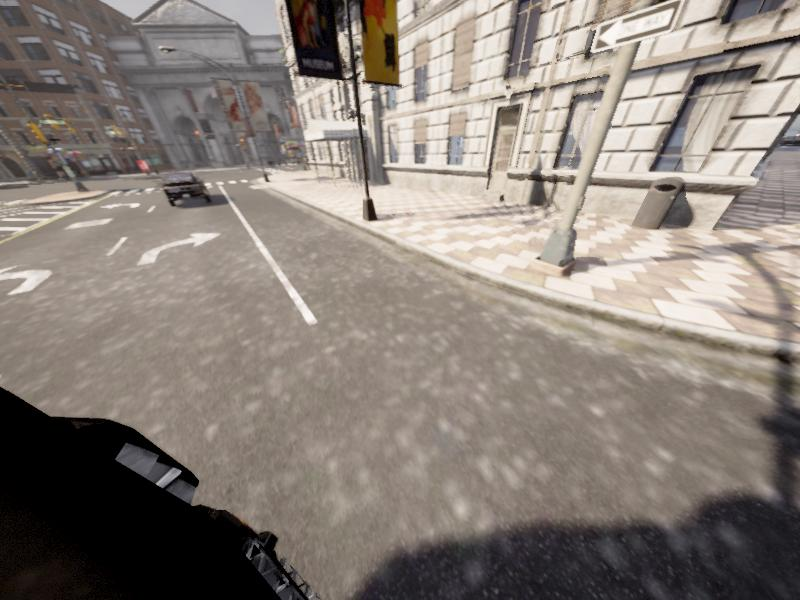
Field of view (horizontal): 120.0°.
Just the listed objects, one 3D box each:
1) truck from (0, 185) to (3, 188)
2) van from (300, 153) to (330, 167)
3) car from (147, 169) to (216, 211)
[{"bbox_3d":[-50.187,-12.934,23.570,8.468,3.827,2.891,-23,39,-28],"label":"truck"},{"bbox_3d":[-15.022,-24.868,41.008,4.442,1.987,1.775,-23,39,-28],"label":"van"},{"bbox_3d":[-12.380,-6.528,13.377,2.128,1.511,4.902,-24,39,-29],"label":"car"}]
